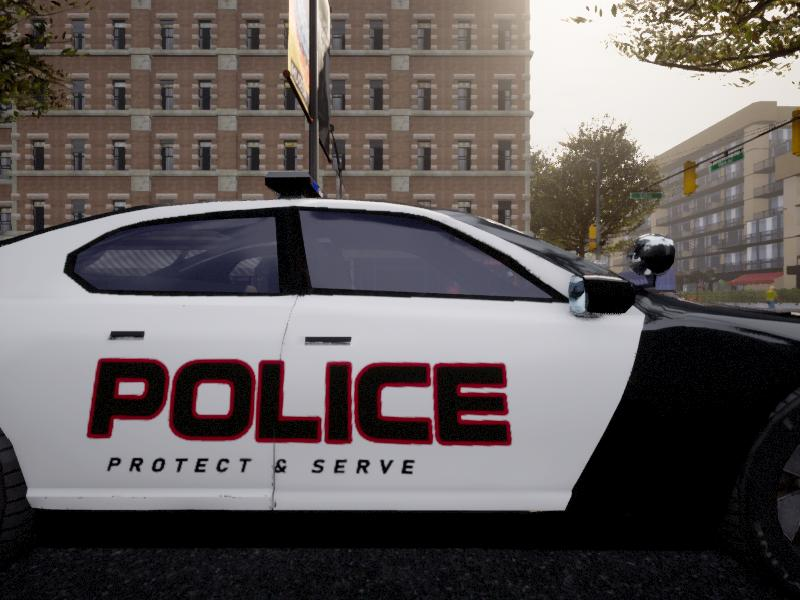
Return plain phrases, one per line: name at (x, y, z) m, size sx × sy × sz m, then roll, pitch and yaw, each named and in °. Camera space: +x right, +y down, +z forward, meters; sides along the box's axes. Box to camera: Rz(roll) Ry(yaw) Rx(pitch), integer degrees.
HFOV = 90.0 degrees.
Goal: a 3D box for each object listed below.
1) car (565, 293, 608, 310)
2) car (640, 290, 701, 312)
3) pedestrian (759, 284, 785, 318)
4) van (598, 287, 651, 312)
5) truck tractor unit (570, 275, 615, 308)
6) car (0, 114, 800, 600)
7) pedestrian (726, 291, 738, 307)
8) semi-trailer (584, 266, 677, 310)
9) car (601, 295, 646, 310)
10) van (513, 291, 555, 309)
car at (19.468, 0.180, 41.974) m, size 2.152 × 1.651 × 5.027 m, roll 0°, pitch 0°, yaw 0°
car at (23.006, 0.094, 34.242) m, size 2.097 × 1.767 × 4.553 m, roll 0°, pitch 0°, yaw 0°
pedestrian at (20.883, 0.037, 22.465) m, size 0.751 × 1.860 × 0.751 m, roll 0°, pitch 0°, yaw 3°
van at (19.501, -0.029, 35.025) m, size 2.069 × 2.038 × 4.480 m, roll 0°, pitch 0°, yaw 0°
truck tractor unit at (26.396, -1.128, 55.155) m, size 3.053 × 4.208 × 6.516 m, roll 0°, pitch 0°, yaw 0°
car at (-0.057, 0.226, 2.190) m, size 4.974 × 1.542 × 2.038 m, roll 0°, pitch 0°, yaw 0°
pedestrian at (39.419, -0.116, 47.499) m, size 0.751 × 1.860 × 0.751 m, roll 0°, pitch 0°, yaw 1°
semi-trailer at (26.405, -1.223, 47.234) m, size 2.717 × 4.402 × 14.254 m, roll 0°, pitch 0°, yaw 0°
car at (22.968, 0.244, 41.298) m, size 1.837 × 1.490 × 4.892 m, roll 0°, pitch 0°, yaw 0°
van at (15.893, -0.002, 47.523) m, size 4.442 × 1.987 × 1.775 m, roll 0°, pitch 0°, yaw 38°
